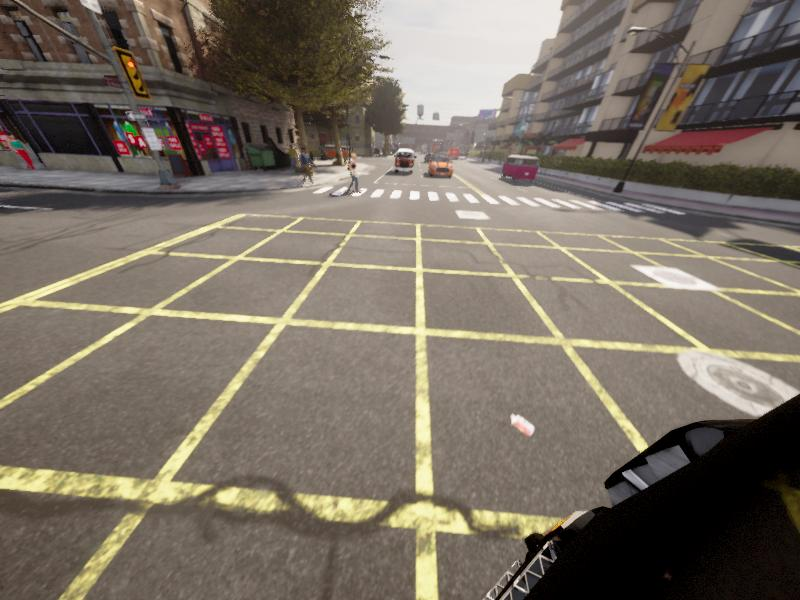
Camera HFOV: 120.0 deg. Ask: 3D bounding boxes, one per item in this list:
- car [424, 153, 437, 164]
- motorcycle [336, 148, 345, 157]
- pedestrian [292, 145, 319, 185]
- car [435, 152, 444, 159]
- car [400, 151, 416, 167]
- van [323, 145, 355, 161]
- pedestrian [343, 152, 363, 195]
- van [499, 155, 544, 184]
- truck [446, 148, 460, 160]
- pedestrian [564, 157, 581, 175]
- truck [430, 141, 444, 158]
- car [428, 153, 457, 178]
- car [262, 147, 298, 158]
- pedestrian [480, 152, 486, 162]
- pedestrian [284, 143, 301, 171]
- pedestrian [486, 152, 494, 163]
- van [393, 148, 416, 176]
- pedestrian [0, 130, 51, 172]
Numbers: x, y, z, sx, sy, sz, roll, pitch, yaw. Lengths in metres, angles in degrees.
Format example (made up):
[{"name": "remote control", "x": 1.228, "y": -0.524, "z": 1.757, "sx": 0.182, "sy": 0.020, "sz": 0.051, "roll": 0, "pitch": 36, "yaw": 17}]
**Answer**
[{"name": "car", "x": 5.191, "y": -24.459, "z": 39.905, "sx": 1.837, "sy": 1.490, "sz": 4.892, "roll": 4, "pitch": 33, "yaw": 2}, {"name": "motorcycle", "x": -11.817, "y": -29.207, "z": 45.740, "sx": 0.764, "sy": 1.277, "sz": 2.356, "roll": -22, "pitch": 40, "yaw": -17}, {"name": "pedestrian", "x": -5.306, "y": -7.618, "z": 13.054, "sx": 0.751, "sy": 1.860, "sz": 0.751, "roll": 18, "pitch": 36, "yaw": 22}, {"name": "car", "x": 10.066, "y": -37.150, "z": 59.347, "sx": 1.789, "sy": 1.549, "sz": 3.705, "roll": 4, "pitch": 34, "yaw": 2}, {"name": "car", "x": 1.246, "y": -20.469, "z": 33.469, "sx": 2.152, "sy": 1.651, "sz": 5.027, "roll": 4, "pitch": 34, "yaw": 2}, {"name": "van", "x": -9.667, "y": -23.526, "z": 36.932, "sx": 4.442, "sy": 1.987, "sz": 1.775, "roll": 9, "pitch": 34, "yaw": 9}, {"name": "pedestrian", "x": -2.355, "y": -6.470, "z": 11.821, "sx": 0.751, "sy": 1.860, "sz": 0.751, "roll": 3, "pitch": 34, "yaw": 0}, {"name": "van", "x": 10.885, "y": -12.086, "z": 21.220, "sx": 1.775, "sy": 1.987, "sz": 4.442, "roll": 4, "pitch": 33, "yaw": 2}, {"name": "truck", "x": 13.609, "y": -37.610, "z": 59.490, "sx": 2.627, "sy": 2.467, "sz": 5.204, "roll": 4, "pitch": 34, "yaw": 2}, {"name": "pedestrian", "x": 20.863, "y": -16.234, "z": 28.023, "sx": 0.751, "sy": 1.860, "sz": 0.751, "roll": 4, "pitch": 34, "yaw": 2}, {"name": "truck", "x": 10.740, "y": -43.893, "z": 67.521, "sx": 2.891, "sy": 3.827, "sz": 8.468, "roll": 4, "pitch": 34, "yaw": 2}, {"name": "car", "x": 3.962, "y": -13.069, "z": 22.354, "sx": 2.097, "sy": 1.767, "sz": 4.553, "roll": 4, "pitch": 34, "yaw": 2}, {"name": "car", "x": -19.625, "y": -24.237, "z": 37.877, "sx": 4.718, "sy": 1.301, "sz": 1.895, "roll": 4, "pitch": 34, "yaw": 2}, {"name": "pedestrian", "x": 19.197, "y": -33.127, "z": 53.383, "sx": 0.751, "sy": 1.860, "sz": 0.751, "roll": 4, "pitch": 34, "yaw": 2}, {"name": "pedestrian", "x": -8.687, "y": -11.578, "z": 18.774, "sx": 0.751, "sy": 1.860, "sz": 0.751, "roll": -1, "pitch": 34, "yaw": -6}, {"name": "pedestrian", "x": 18.193, "y": -28.797, "z": 46.776, "sx": 0.751, "sy": 1.860, "sz": 0.751, "roll": -5, "pitch": 34, "yaw": -12}, {"name": "van", "x": 0.523, "y": -13.847, "z": 23.046, "sx": 2.069, "sy": 2.038, "sz": 4.480, "roll": 4, "pitch": 34, "yaw": 1}, {"name": "pedestrian", "x": -20.876, "y": -8.196, "z": 12.752, "sx": 0.751, "sy": 1.860, "sz": 0.751, "roll": 5, "pitch": 34, "yaw": 3}]
